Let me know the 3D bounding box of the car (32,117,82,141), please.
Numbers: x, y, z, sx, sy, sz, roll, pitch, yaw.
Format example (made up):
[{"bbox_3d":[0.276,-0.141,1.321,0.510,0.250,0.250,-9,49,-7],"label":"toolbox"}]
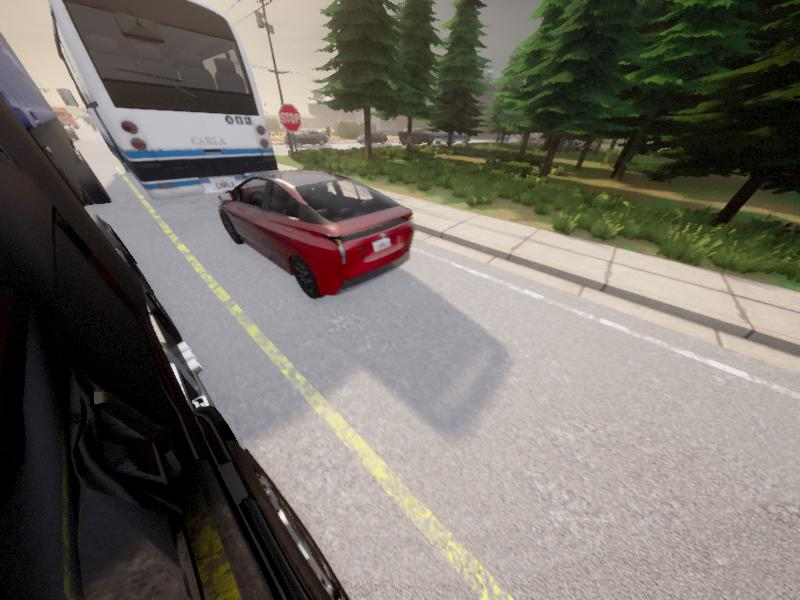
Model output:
[{"bbox_3d":[-31.167,-15.643,21.101,3.988,1.617,1.851,30,45,31],"label":"car"}]

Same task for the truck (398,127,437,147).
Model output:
[{"bbox_3d":[2.593,-24.021,34.075,2.390,2.098,6.274,28,43,29],"label":"truck"}]

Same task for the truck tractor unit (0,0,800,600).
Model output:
[{"bbox_3d":[-2.645,-0.295,0.351,6.516,4.208,3.053,28,44,30],"label":"truck tractor unit"}]

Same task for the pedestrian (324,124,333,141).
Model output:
[{"bbox_3d":[-10.189,-23.911,32.998,0.751,1.860,0.751,21,41,23],"label":"pedestrian"}]

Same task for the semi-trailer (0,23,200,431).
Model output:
[{"bbox_3d":[-8.605,-3.675,4.305,14.254,4.402,2.717,29,44,31],"label":"semi-trailer"}]

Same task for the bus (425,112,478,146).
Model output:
[{"bbox_3d":[9.022,-29.478,39.957,3.944,4.253,10.273,28,43,29],"label":"bus"}]

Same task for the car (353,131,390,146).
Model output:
[{"bbox_3d":[-3.855,-22.585,32.235,2.128,1.511,4.902,28,44,29],"label":"car"}]

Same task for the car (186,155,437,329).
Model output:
[{"bbox_3d":[-1.835,-1.604,4.394,4.514,1.525,2.007,30,45,31],"label":"car"}]

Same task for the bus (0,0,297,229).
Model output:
[{"bbox_3d":[-8.535,-6.416,8.092,10.273,4.253,3.944,30,45,31],"label":"bus"}]

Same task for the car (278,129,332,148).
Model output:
[{"bbox_3d":[-10.406,-17.985,25.696,2.128,1.511,4.902,28,44,29],"label":"car"}]
